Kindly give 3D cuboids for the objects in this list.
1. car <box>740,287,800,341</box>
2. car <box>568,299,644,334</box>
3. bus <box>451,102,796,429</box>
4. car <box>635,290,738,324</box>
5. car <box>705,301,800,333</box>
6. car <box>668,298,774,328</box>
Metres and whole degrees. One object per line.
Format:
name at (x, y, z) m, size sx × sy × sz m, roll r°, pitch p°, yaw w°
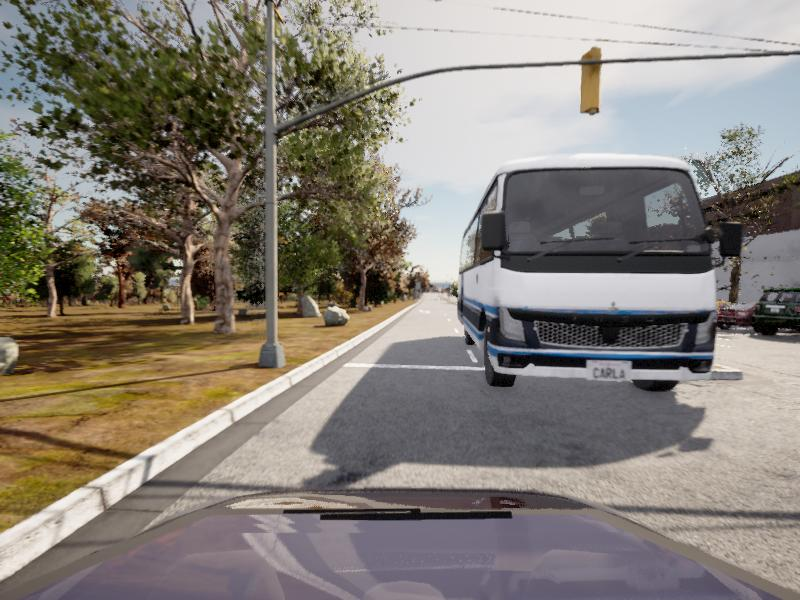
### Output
car at (17.850, 0.576, 17.007) m, size 5.566 × 2.045 × 2.435 m, roll 1°, pitch 1°, yaw -15°
car at (9.915, 0.712, 19.637) m, size 1.816 × 1.474 × 4.193 m, roll 1°, pitch 1°, yaw 5°
bus at (3.550, -0.627, 10.509) m, size 3.944 × 4.253 × 10.273 m, roll 1°, pitch 2°, yaw 5°
car at (18.547, 0.447, 25.993) m, size 5.566 × 2.045 × 2.435 m, roll 1°, pitch 1°, yaw -16°
car at (18.048, 0.824, 20.001) m, size 4.674 × 1.452 × 2.002 m, roll 1°, pitch 1°, yaw -16°
car at (18.465, 0.742, 23.044) m, size 5.366 × 1.575 × 1.946 m, roll 1°, pitch 1°, yaw -16°
